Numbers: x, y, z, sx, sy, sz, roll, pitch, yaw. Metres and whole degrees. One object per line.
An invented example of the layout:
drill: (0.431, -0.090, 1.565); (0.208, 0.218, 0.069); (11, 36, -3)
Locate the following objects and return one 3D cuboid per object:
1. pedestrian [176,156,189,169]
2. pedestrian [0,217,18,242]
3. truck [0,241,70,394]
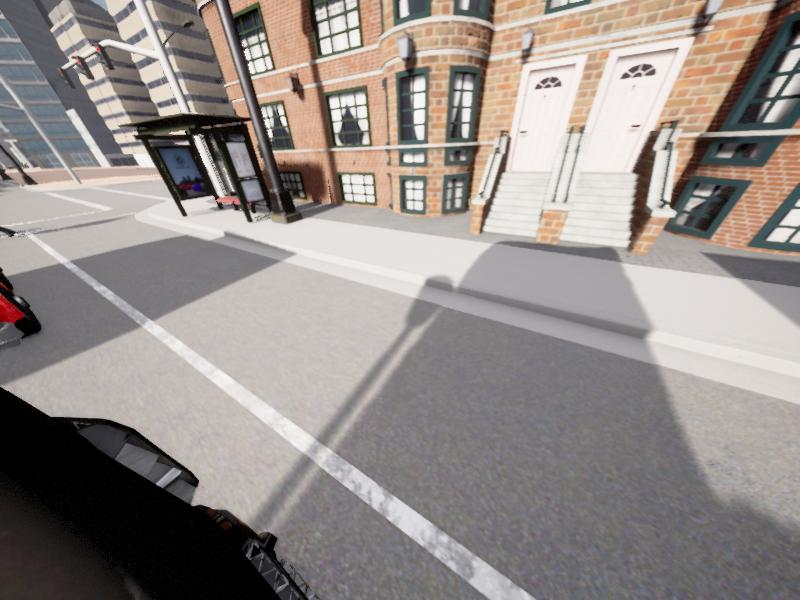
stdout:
pedestrian: (-38.070, -24.059, 40.491); (0.751, 1.860, 0.751); (11, 36, 20)
pedestrian: (-13.219, -2.717, 7.016); (0.751, 1.860, 0.751); (27, 44, 37)
truck: (-7.190, -0.327, 2.589); (5.204, 2.467, 2.627); (19, 39, 27)
